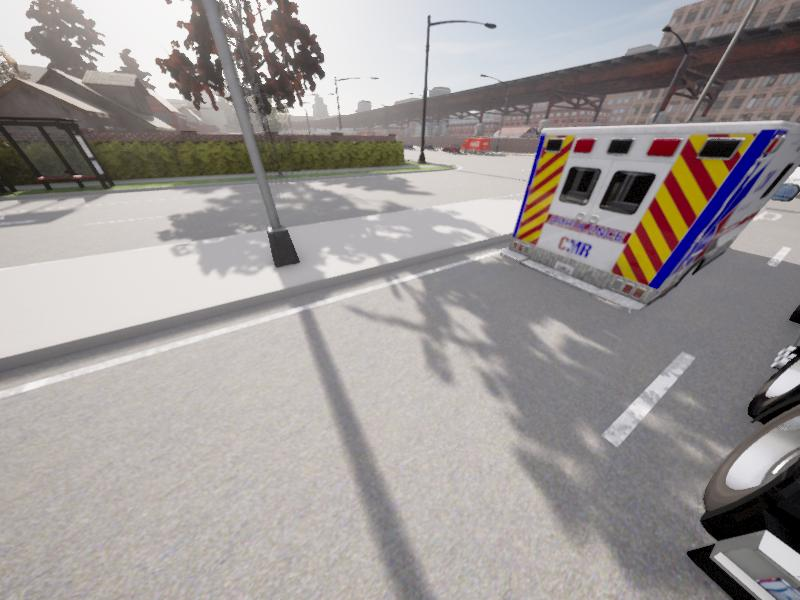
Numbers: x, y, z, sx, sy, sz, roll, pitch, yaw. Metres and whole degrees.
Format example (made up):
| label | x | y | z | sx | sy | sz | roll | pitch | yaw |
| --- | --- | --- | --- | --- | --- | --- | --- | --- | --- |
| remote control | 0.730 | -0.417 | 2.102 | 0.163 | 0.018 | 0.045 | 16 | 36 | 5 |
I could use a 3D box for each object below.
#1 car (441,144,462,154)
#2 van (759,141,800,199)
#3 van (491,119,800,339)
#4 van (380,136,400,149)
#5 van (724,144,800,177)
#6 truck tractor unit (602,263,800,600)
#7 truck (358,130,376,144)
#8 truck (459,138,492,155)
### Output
| label | x | y | z | sx | sy | sz | roll | pitch | yaw |
| --- | --- | --- | --- | --- | --- | --- | --- | --- | --- |
| car | 9.581 | -28.457 | 43.497 | 1.789 | 1.549 | 3.705 | -18 | 39 | -24 |
| van | 21.999 | -6.113 | 10.694 | 5.915 | 2.561 | 1.988 | 1 | 32 | 0 |
| van | 5.279 | -1.936 | 4.685 | 6.366 | 2.431 | 2.351 | -18 | 39 | -24 |
| van | -2.682 | -41.404 | 60.618 | 2.351 | 2.431 | 6.366 | -18 | 40 | -24 |
| van | 30.812 | -11.380 | 18.744 | 2.069 | 2.038 | 4.480 | -18 | 39 | -24 |
| truck tractor unit | 5.112 | -0.298 | 0.789 | 6.516 | 4.208 | 3.053 | -18 | 39 | -24 |
| truck | -11.199 | -54.982 | 77.916 | 2.891 | 3.827 | 8.468 | -18 | 40 | -24 |
| truck | 13.860 | -28.553 | 42.907 | 2.627 | 2.467 | 5.204 | -18 | 40 | -24 |
